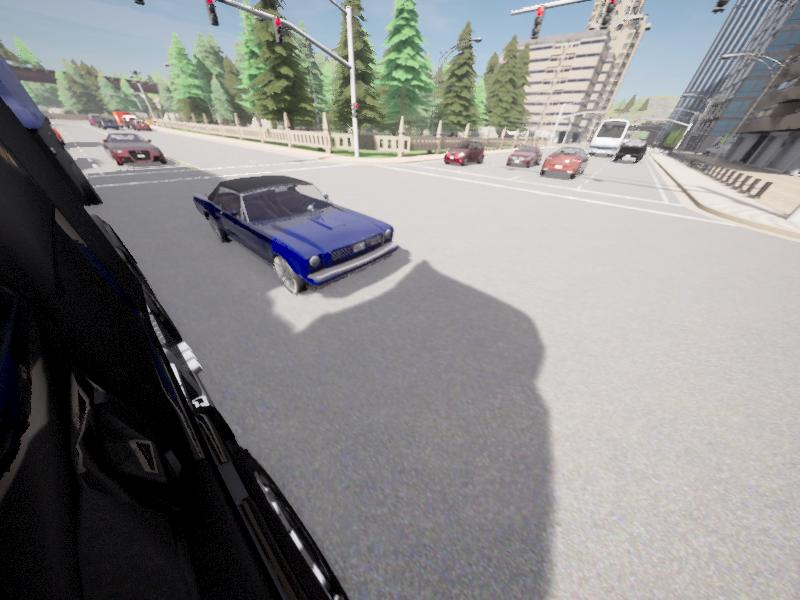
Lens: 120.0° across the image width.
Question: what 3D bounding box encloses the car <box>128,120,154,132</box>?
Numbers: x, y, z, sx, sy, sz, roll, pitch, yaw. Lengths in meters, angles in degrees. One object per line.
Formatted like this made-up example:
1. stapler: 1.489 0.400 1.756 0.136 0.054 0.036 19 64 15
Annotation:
1. car: -43.400 -29.151 38.656 3.806 1.475 1.970 28 43 30

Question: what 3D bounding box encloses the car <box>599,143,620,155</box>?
1. car: 37.852 -27.328 41.678 2.128 1.511 4.902 28 43 30

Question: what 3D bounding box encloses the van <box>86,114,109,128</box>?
1. van: -58.546 -34.730 44.696 4.442 1.987 1.775 28 43 30

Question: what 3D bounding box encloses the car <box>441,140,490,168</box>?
1. car: 5.316 -11.869 18.631 1.851 1.617 3.988 30 44 31

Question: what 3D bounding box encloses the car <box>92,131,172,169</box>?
1. car: -14.824 -8.365 12.762 4.181 1.385 1.994 28 43 30

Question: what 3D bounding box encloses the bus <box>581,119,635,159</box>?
1. bus: 31.220 -24.009 34.475 3.944 4.253 10.273 28 43 30

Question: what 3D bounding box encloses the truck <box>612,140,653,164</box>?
1. truck: 28.140 -17.959 27.944 2.390 2.098 6.274 31 45 33

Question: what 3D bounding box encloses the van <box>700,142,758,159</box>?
1. van: 68.348 -31.362 48.292 6.366 2.431 2.351 28 44 30

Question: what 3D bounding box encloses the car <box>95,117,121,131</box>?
1. car: -47.949 -28.908 37.912 3.988 1.617 1.851 28 43 30

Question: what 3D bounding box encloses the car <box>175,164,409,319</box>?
1. car: -2.302 -1.638 4.634 4.718 1.301 1.895 28 43 30

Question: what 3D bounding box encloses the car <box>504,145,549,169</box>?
1. car: 10.820 -12.232 19.628 1.812 1.442 4.674 28 44 30

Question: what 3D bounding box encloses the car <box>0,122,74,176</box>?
1. car: -17.416 -7.131 10.700 5.238 1.638 1.930 28 43 30

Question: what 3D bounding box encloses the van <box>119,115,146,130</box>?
1. van: -48.168 -31.933 41.597 4.480 2.038 2.069 28 43 30

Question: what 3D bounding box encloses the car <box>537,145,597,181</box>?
1. car: 11.600 -9.568 15.953 2.152 1.651 5.027 28 44 30

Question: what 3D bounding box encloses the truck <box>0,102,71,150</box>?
1. truck: -26.964 -12.589 16.668 5.204 2.467 2.627 29 44 29

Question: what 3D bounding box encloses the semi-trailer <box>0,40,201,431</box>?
1. semi-trailer: -8.700 -3.605 4.226 14.254 4.402 2.717 28 43 30

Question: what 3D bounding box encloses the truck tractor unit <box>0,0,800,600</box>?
1. truck tractor unit: -2.645 -0.295 0.351 6.516 4.208 3.053 28 44 30
